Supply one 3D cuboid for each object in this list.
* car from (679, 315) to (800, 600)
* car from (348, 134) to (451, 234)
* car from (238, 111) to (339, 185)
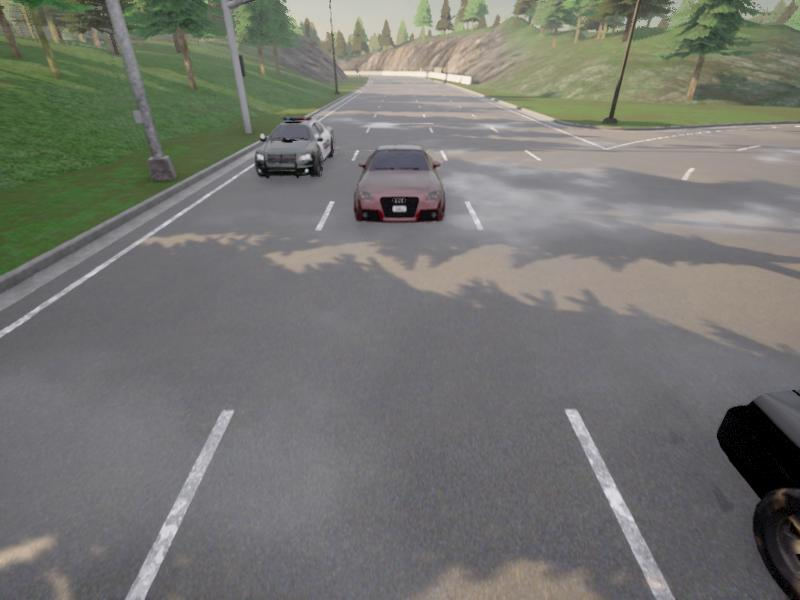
[{"bbox_3d":[3.496,2.028,1.012,2.038,1.542,4.974,0,30,0],"label":"car"},{"bbox_3d":[-0.012,-3.040,9.880,1.994,1.385,4.181,0,30,0],"label":"car"},{"bbox_3d":[-3.516,-5.363,13.709,2.038,1.542,4.974,0,31,0],"label":"car"}]
